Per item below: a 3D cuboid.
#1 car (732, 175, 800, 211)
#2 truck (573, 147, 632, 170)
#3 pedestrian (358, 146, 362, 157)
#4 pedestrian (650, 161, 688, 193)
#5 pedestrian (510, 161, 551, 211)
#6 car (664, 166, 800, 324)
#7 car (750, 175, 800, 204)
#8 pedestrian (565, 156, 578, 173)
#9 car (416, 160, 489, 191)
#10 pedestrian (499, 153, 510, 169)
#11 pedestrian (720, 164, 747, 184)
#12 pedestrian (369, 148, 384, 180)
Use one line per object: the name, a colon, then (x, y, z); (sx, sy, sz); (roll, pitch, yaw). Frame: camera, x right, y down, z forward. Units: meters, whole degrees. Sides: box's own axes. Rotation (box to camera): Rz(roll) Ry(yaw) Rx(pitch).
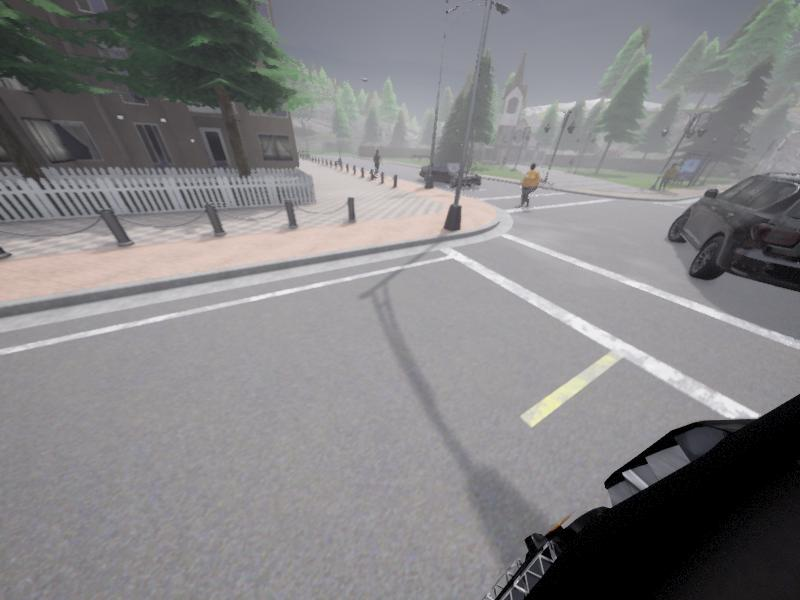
car: (22.666, -6.578, 14.043); (3.705, 1.549, 1.789); (-16, 38, -25)
truck: (44.163, -31.330, 50.851); (2.891, 3.827, 8.468); (-22, 41, -33)
pedestrian: (-8.374, -31.015, 48.173); (0.751, 1.860, 0.751); (-5, 34, -11)
pedestrian: (18.673, -8.556, 16.070); (0.751, 1.860, 0.751); (-11, 36, -20)
pedestrian: (5.649, -4.983, 10.110); (0.751, 1.860, 0.751); (-15, 37, -25)
car: (8.303, -1.618, 5.086); (2.150, 2.045, 5.566); (26, 40, 31)
car: (27.619, -7.935, 16.506); (3.806, 1.475, 1.970); (-16, 38, -25)
pedestrian: (22.099, -17.517, 29.837); (0.751, 1.860, 0.751); (20, 37, 25)
car: (3.469, -9.077, 16.602); (2.033, 1.411, 5.357); (-15, 37, -25)
pedestrian: (14.636, -19.543, 32.462); (0.751, 1.860, 0.751); (5, 34, 4)
pedestrian: (36.340, -13.716, 25.174); (0.751, 1.860, 0.751); (-11, 36, -20)
pedestrian: (-1.593, -9.436, 16.050); (0.751, 1.860, 0.751); (-15, 38, -25)
